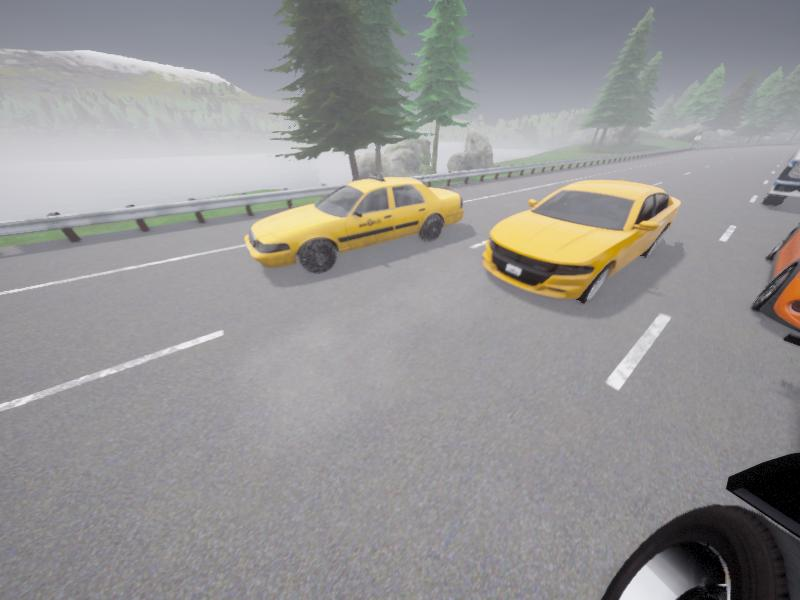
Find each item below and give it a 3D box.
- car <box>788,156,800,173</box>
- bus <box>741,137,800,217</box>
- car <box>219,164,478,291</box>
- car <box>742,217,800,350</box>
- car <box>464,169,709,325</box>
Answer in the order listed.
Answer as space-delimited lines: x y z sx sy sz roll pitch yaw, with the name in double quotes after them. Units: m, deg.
30.736 -10.215 16.623 4.611 1.667 2.242 -23 41 -28 "car"
17.802 -5.844 8.326 10.273 4.253 3.944 -22 41 -28 "bus"
-0.769 -2.135 5.560 5.366 1.575 1.801 -22 41 -28 "car"
7.255 -0.578 3.098 4.553 1.767 2.097 -22 41 -28 "car"
3.871 -1.553 4.731 5.008 1.535 1.882 -22 41 -28 "car"
